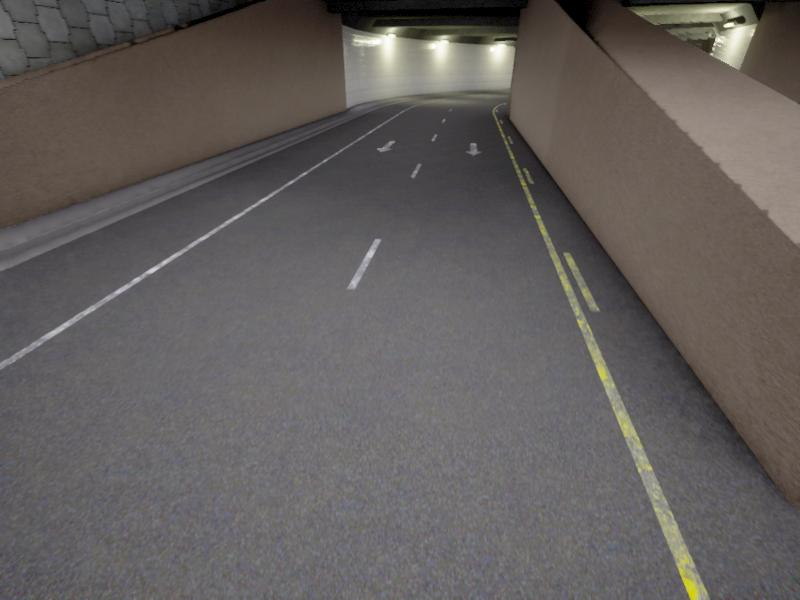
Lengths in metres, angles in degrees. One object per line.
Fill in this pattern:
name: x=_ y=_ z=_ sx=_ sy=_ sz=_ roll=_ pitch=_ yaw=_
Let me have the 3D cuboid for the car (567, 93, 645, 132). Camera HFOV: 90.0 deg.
car: x=11.862 y=-11.115 z=23.518 sx=2.152 sy=1.651 sz=5.027 roll=1 pitch=30 yaw=2
